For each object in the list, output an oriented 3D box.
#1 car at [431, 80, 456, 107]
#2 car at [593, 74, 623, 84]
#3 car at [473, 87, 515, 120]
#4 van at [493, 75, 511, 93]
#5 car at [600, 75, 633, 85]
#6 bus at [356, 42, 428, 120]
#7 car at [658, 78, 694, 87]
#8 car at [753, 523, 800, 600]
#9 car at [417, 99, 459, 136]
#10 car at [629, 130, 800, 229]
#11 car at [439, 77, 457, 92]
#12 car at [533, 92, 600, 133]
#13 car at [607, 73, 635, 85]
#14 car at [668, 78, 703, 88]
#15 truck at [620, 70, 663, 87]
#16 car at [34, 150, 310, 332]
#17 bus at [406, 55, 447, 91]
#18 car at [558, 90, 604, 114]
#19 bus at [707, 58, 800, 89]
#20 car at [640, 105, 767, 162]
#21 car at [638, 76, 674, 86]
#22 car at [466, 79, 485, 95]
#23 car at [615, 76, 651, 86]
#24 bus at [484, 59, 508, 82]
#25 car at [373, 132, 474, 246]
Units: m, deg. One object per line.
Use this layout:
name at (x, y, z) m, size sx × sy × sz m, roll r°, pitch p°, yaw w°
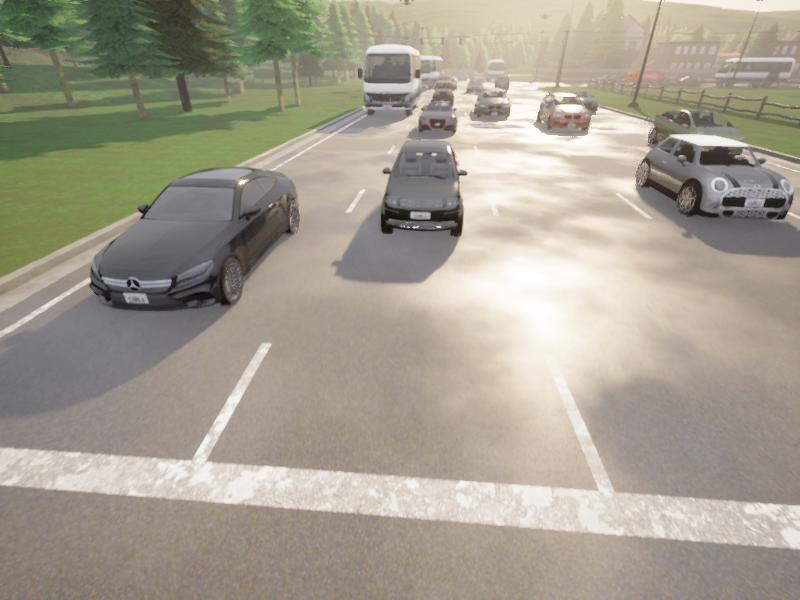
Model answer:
car at (3.852, -18.255, 35.301) m, size 1.905 × 1.878 × 3.866 m, roll 3°, pitch 30°, yaw 5°
car at (41.375, -44.105, 79.829) m, size 4.611 × 1.667 × 2.242 m, roll 3°, pitch 30°, yaw 5°
car at (6.398, -13.677, 27.712) m, size 2.242 × 1.667 × 4.611 m, roll 3°, pitch 31°, yaw 5°
van at (13.555, -28.834, 53.310) m, size 1.775 × 1.987 × 4.442 m, roll 5°, pitch 31°, yaw 8°
car at (41.487, -42.303, 76.802) m, size 5.027 × 1.651 × 2.152 m, roll 3°, pitch 30°, yaw 5°
bus at (-0.185, -16.353, 29.692) m, size 3.944 × 4.253 × 10.273 m, roll 3°, pitch 31°, yaw 5°
car at (48.320, -38.231, 70.207) m, size 4.718 × 1.301 × 1.895 m, roll 3°, pitch 30°, yaw 5°
car at (3.424, 2.491, 0.148) m, size 2.152 × 1.651 × 5.027 m, roll 1°, pitch 30°, yaw 2°
car at (2.084, -9.893, 21.533) m, size 1.994 × 1.385 × 4.181 m, roll 3°, pitch 30°, yaw 5°
car at (7.698, -3.176, 9.987) m, size 1.970 × 1.475 × 3.806 m, roll 3°, pitch 30°, yaw 5°
car at (6.775, -30.193, 55.908) m, size 2.242 × 1.667 × 4.611 m, roll 4°, pitch 31°, yaw 7°
car at (9.291, -10.778, 22.777) m, size 2.242 × 1.667 × 4.611 m, roll 3°, pitch 31°, yaw 5°
car at (40.690, -40.679, 73.760) m, size 3.866 × 1.878 × 1.905 m, roll 3°, pitch 30°, yaw 5°
car at (47.885, -36.505, 67.188) m, size 4.181 × 1.385 × 1.994 m, roll 3°, pitch 31°, yaw 5°
truck at (40.632, -37.377, 67.545) m, size 5.204 × 2.467 × 2.627 m, roll 3°, pitch 30°, yaw 5°
car at (-3.165, -1.414, 6.956) m, size 1.812 × 1.442 × 4.674 m, roll 2°, pitch 30°, yaw 4°
bus at (4.116, -33.920, 59.700) m, size 3.944 × 4.253 × 10.273 m, roll 7°, pitch 31°, yaw 14°
car at (13.833, -15.336, 30.883) m, size 1.994 × 1.385 × 4.181 m, roll 3°, pitch 30°, yaw 5°
bus at (57.723, -37.158, 65.500) m, size 10.273 × 4.253 × 3.944 m, roll 3°, pitch 30°, yaw 5°
car at (11.988, -6.898, 16.312) m, size 2.007 × 1.525 × 4.514 m, roll 3°, pitch 31°, yaw 5°
car at (46.800, -40.196, 73.315) m, size 5.008 × 1.535 × 1.882 m, roll 3°, pitch 30°, yaw 5°
car at (9.469, -27.029, 50.708) m, size 2.163 × 1.488 × 4.792 m, roll 4°, pitch 31°, yaw 7°
car at (41.216, -38.708, 70.773) m, size 4.902 × 1.511 × 2.128 m, roll 3°, pitch 30°, yaw 5°
bus at (21.669, -52.166, 90.943) m, size 3.944 × 4.253 × 10.273 m, roll 3°, pitch 30°, yaw 5°
car at (0.572, -2.696, 9.052) m, size 1.789 × 1.549 × 3.705 m, roll 3°, pitch 31°, yaw 5°
